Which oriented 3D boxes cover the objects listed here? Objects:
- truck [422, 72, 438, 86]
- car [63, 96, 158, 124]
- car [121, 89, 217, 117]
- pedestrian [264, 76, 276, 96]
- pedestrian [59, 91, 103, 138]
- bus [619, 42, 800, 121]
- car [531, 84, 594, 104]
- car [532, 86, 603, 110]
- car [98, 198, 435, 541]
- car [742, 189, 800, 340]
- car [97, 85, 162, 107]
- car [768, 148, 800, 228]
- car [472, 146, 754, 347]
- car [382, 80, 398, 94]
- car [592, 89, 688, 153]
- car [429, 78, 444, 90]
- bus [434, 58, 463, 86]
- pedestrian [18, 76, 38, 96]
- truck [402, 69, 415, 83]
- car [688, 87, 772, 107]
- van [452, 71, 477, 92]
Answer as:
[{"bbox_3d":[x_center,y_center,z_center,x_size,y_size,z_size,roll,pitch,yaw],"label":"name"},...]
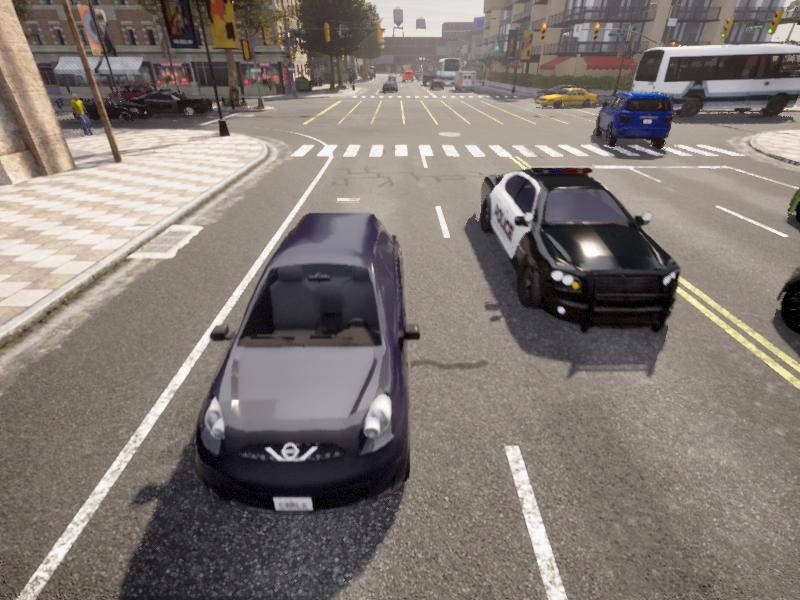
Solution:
[{"bbox_3d":[5.470,-40.632,73.438,2.390,2.098,6.274,0,30,0],"label":"truck"},{"bbox_3d":[-17.995,-11.924,25.041,4.181,1.385,1.994,0,30,0],"label":"car"},{"bbox_3d":[-16.021,-13.814,28.008,5.238,1.638,1.930,0,30,0],"label":"car"},{"bbox_3d":[-14.542,-24.016,44.894,0.751,1.860,0.751,5,31,8],"label":"pedestrian"},{"bbox_3d":[-14.655,-8.546,18.429,0.751,1.860,0.751,8,31,13],"label":"pedestrian"},{"bbox_3d":[21.743,-15.042,27.563,10.273,4.253,3.944,-1,30,1],"label":"bus"},{"bbox_3d":[15.329,-19.597,38.039,4.902,1.511,2.128,0,30,0],"label":"car"},{"bbox_3d":[13.988,-16.934,33.415,5.366,1.575,1.801,-11,32,-18],"label":"car"},{"bbox_3d":[-0.744,0.204,4.142,1.845,1.501,3.633,0,30,0],"label":"car"},{"bbox_3d":[6.262,0.448,3.588,2.242,1.667,4.611,0,30,0],"label":"car"},{"bbox_3d":[-23.496,-17.801,34.859,3.988,1.617,1.851,0,30,0],"label":"car"},{"bbox_3d":[9.722,-1.540,7.129,2.007,1.525,4.514,0,30,0],"label":"car"},{"bbox_3d":[2.731,-1.345,6.785,2.038,1.542,4.974,0,31,-1],"label":"car"},{"bbox_3d":[-1.291,-28.007,52.533,1.994,1.385,4.181,0,30,0],"label":"car"},{"bbox_3d":[10.518,-8.287,18.156,2.150,2.045,5.566,7,31,13],"label":"car"},{"bbox_3d":[5.609,-33.198,61.369,1.812,1.442,4.674,0,30,0],"label":"car"},{"bbox_3d":[8.831,-42.513,74.517,3.944,4.253,10.273,0,30,0],"label":"bus"},{"bbox_3d":[-41.718,-24.003,44.862,0.751,1.860,0.751,-2,30,-3],"label":"pedestrian"},{"bbox_3d":[1.828,-48.129,85.894,2.627,2.467,5.204,0,30,0],"label":"truck"},{"bbox_3d":[28.827,-17.810,35.105,5.357,1.411,2.033,0,30,0],"label":"car"},{"bbox_3d":[9.155,-31.378,57.277,2.351,2.431,6.366,0,30,0],"label":"van"}]
